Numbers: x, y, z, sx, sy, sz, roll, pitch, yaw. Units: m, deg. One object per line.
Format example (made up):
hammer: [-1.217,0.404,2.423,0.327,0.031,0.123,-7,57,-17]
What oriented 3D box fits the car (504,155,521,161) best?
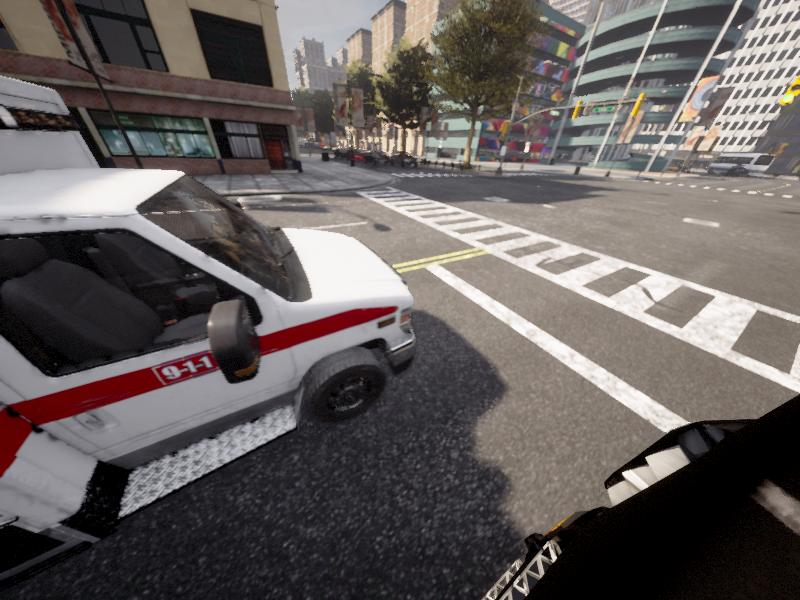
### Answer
car: [38.309,-48.590,78.782,2.007,1.523,4.514,-16,38,-26]

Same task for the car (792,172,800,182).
car: [72.880,-21.378,40.571,2.038,1.542,4.974,21,37,24]

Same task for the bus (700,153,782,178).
bus: [75.731,-30.431,52.031,3.944,4.253,10.273,9,34,10]

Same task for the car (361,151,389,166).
car: [-3.388,-18.924,30.919,1.812,1.442,4.674,-16,38,-26]

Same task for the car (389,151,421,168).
car: [0.544,-18.940,31.052,2.242,1.667,4.611,-16,38,-26]

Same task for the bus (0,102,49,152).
bus: [-43.501,-17.850,23.561,3.944,4.253,10.273,-16,38,-26]

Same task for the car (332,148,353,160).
car: [-10.077,-25.473,40.214,1.837,1.490,4.892,-16,38,-27]

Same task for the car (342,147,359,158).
car: [-9.783,-29.110,45.619,1.851,1.617,3.988,-16,38,-26]

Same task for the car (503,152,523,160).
car: [38.356,-48.887,78.524,2.435,2.045,5.566,-16,38,-26]

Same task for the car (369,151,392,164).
car: [-3.104,-22.408,36.263,1.994,1.385,4.181,-16,38,-26]

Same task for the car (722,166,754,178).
car: [70.028,-26.575,47.926,1.905,1.878,3.866,18,36,22]

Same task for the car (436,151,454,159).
car: [12.572,-40.934,65.173,2.161,1.482,4.786,-16,38,-26]

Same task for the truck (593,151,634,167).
truck: [67.046,-44.486,72.916,2.891,3.827,8.468,-11,36,-20]

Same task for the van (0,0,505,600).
van: [-2.927,0.257,1.146,6.366,2.431,2.351,-16,38,-26]

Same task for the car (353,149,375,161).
car: [-6.448,-25.775,40.944,2.128,1.511,4.902,-16,38,-26]

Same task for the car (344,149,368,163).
car: [-6.765,-22.247,35.585,2.007,1.525,4.514,-16,38,-26]
